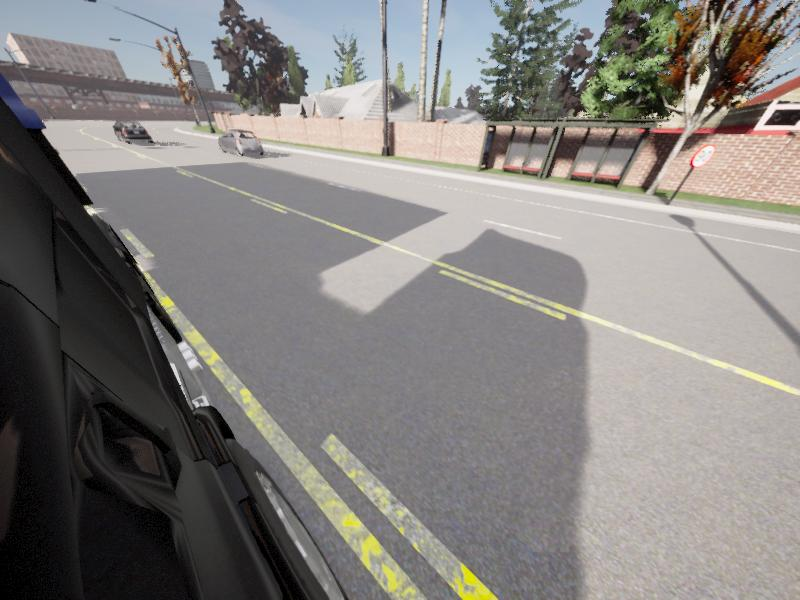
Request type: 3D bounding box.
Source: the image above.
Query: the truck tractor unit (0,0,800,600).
[{"bbox_3d":[-2.645,-0.295,0.351,6.516,4.208,3.053,28,44,30],"label":"truck tractor unit"}]

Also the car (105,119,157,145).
[{"bbox_3d":[-22.793,-14.238,19.587,3.705,1.549,1.789,27,43,27],"label":"car"}]

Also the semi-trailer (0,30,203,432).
[{"bbox_3d":[-8.798,-3.553,4.102,14.254,4.402,2.717,27,43,28],"label":"semi-trailer"}]

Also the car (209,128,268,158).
[{"bbox_3d":[-11.567,-11.321,16.581,3.633,1.501,1.845,26,43,27],"label":"car"}]
